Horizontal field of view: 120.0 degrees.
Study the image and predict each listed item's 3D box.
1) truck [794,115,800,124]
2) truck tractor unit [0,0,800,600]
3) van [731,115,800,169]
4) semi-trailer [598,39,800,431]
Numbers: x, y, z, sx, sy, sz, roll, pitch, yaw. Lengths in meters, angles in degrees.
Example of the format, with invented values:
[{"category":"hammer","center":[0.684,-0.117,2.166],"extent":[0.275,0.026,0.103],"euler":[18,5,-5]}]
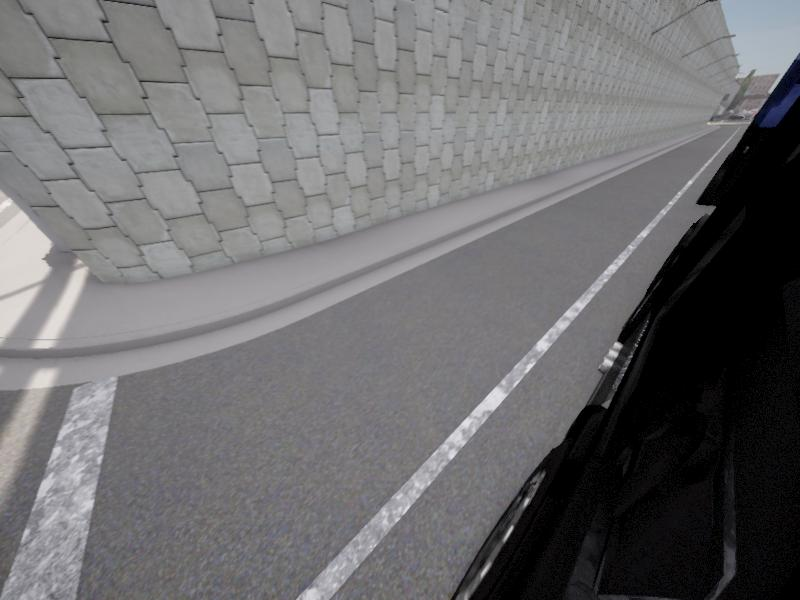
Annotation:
[{"category":"truck","center":[83.949,-36.115,45.342],"extent":[2.390,2.098,6.274],"euler":[-31,45,-33]},{"category":"truck tractor unit","center":[2.645,-0.295,0.351],"extent":[6.516,4.208,3.053],"euler":[-28,44,-30]},{"category":"van","center":[19.065,-8.085,11.699],"extent":[4.442,1.987,1.775],"euler":[-28,43,-30]},{"category":"semi-trailer","center":[8.700,-3.592,4.244],"extent":[14.254,4.402,2.717],"euler":[-28,44,-30]}]
